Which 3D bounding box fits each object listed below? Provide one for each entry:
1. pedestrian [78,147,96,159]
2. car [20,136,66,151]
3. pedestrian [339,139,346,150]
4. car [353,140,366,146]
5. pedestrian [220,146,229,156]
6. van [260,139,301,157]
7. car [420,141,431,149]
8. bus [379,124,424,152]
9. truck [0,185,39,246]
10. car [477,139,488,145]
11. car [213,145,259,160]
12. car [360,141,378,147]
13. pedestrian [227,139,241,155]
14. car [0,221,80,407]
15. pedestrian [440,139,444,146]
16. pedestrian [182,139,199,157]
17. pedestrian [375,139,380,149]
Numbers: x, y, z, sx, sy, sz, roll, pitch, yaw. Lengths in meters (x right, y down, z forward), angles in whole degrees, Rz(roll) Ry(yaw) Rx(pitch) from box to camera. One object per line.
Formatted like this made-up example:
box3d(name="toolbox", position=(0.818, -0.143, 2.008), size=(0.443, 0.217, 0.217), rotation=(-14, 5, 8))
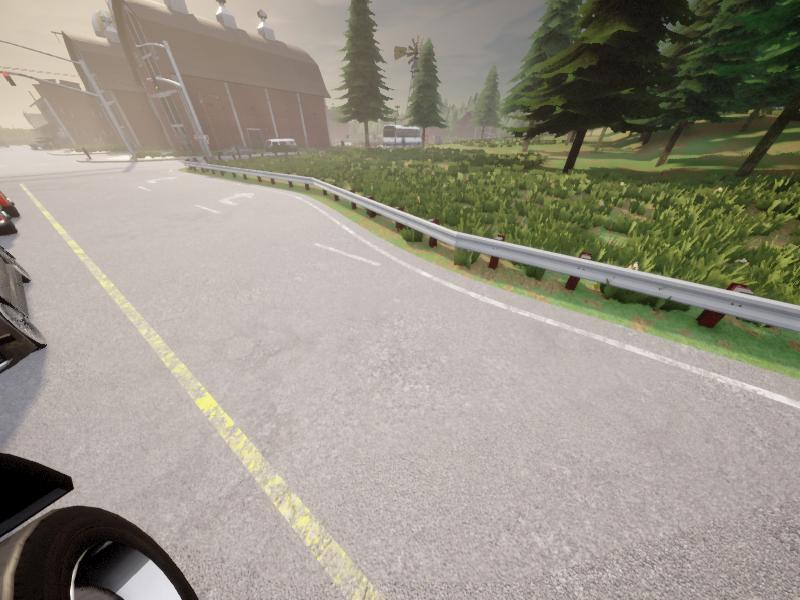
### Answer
box3d(name="pedestrian", position=(-33.742, -15.817, 24.885), size=(0.500, 1.100, 0.500), rotation=(1, 35, 1))
box3d(name="car", position=(-65.229, -28.691, 42.293), size=(3.866, 1.878, 1.905), rotation=(-6, 41, -6))
box3d(name="pedestrian", position=(-11.225, -30.580, 45.402), size=(0.751, 1.860, 0.751), rotation=(22, 40, 28))
box3d(name="car", position=(-13.448, -52.057, 76.527), size=(1.816, 1.474, 4.193), rotation=(22, 40, 27))
box3d(name="pedestrian", position=(-23.725, -20.175, 31.193), size=(0.500, 1.100, 0.500), rotation=(17, 39, 22))
box3d(name="van", position=(-17.004, -21.833, 33.081), size=(2.069, 2.038, 4.480), rotation=(22, 41, 28))
box3d(name="car", position=(6.406, -39.196, 58.327), size=(1.845, 1.501, 3.633), rotation=(-3, 35, -4))
box3d(name="bus", position=(0.585, -33.737, 48.201), size=(3.944, 4.253, 10.273), rotation=(22, 41, 28))
box3d(name="truck", position=(-12.587, -2.885, 5.778), size=(5.204, 2.467, 2.627), rotation=(22, 40, 27))
box3d(name="car", position=(30.939, -59.298, 86.793), size=(1.905, 1.878, 3.866), rotation=(-5, 36, -8))
box3d(name="car", position=(-20.551, -18.655, 29.131), size=(1.994, 1.385, 4.181), rotation=(22, 41, 28))
box3d(name="car", position=(-8.935, -44.680, 66.096), size=(4.902, 1.511, 2.128), rotation=(21, 40, 27))
box3d(name="pedestrian", position=(-22.944, -21.127, 31.891), size=(0.751, 1.860, 0.751), rotation=(23, 41, 29))
box3d(name="car", position=(-6.374, -0.093, 2.711), size=(4.902, 1.511, 2.128), rotation=(22, 41, 28))
box3d(name="pedestrian", position=(13.632, -51.069, 74.683), size=(0.751, 1.860, 0.751), rotation=(18, 39, 23))
box3d(name="pedestrian", position=(-25.811, -18.723, 28.456), size=(0.751, 1.860, 0.751), rotation=(28, 44, 33))
box3d(name="pedestrian", position=(-5.049, -35.811, 52.877), size=(0.751, 1.860, 0.751), rotation=(27, 43, 32))
